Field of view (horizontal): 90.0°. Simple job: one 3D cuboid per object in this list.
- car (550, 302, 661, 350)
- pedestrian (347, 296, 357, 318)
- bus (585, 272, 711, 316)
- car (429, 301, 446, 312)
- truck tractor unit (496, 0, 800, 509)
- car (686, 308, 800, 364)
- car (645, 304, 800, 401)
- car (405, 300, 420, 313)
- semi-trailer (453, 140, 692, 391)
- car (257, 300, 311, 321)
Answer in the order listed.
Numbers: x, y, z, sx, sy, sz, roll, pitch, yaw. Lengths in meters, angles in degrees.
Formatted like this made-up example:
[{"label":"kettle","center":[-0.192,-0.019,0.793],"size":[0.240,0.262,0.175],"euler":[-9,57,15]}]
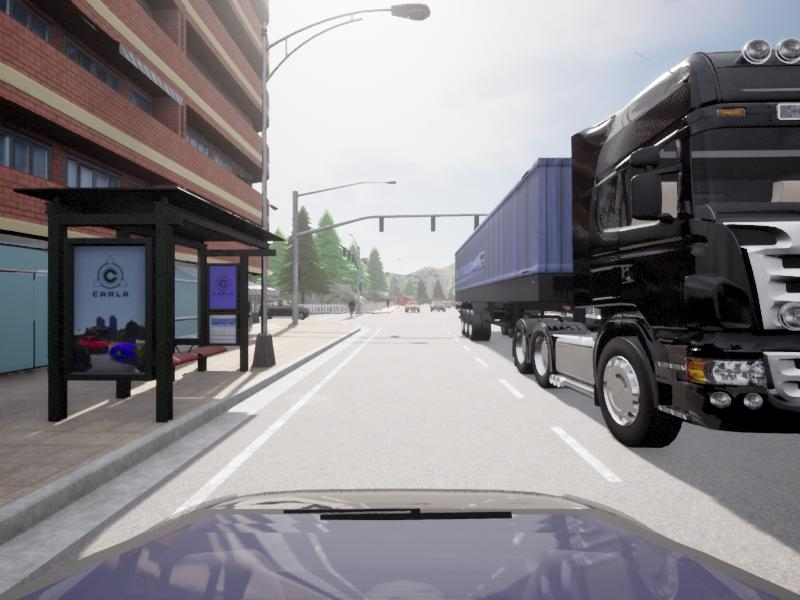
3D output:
[{"label":"car","center":[7.494,0.845,15.241],"size":[1.837,1.490,4.892],"euler":[0,0,2]},{"label":"pedestrian","center":[-4.020,0.587,33.519],"size":[0.751,1.860,0.751],"euler":[0,0,6]},{"label":"bus","center":[24.878,-0.589,40.654],"size":[10.273,4.253,3.944],"euler":[0,0,1]},{"label":"car","center":[5.242,0.851,56.793],"size":[2.163,1.488,4.792],"euler":[0,0,2]},{"label":"truck tractor unit","center":[3.726,-0.516,6.257],"size":[3.053,4.208,6.516],"euler":[0,0,2]},{"label":"car","center":[10.890,0.944,11.627],"size":[1.895,1.301,4.718],"euler":[0,0,2]},{"label":"car","center":[7.280,0.845,8.035],"size":[1.837,1.490,4.892],"euler":[0,0,2]},{"label":"car","center":[1.651,0.801,52.279],"size":[1.801,1.575,5.366],"euler":[0,0,3]},{"label":"semi-trailer","center":[3.960,-0.618,14.165],"size":[2.717,4.402,14.254],"euler":[0,0,2]},{"label":"car","center":[-8.731,0.759,30.392],"size":[3.705,1.549,1.789],"euler":[0,0,-8]}]
